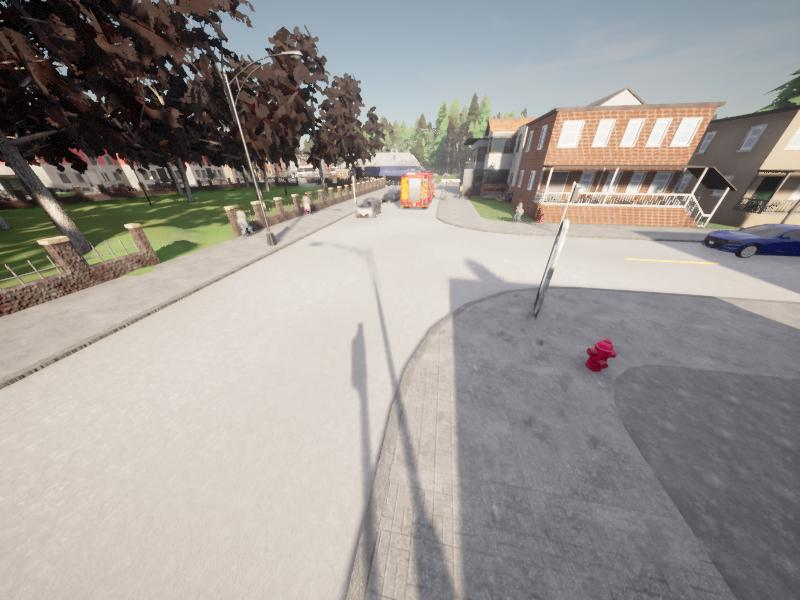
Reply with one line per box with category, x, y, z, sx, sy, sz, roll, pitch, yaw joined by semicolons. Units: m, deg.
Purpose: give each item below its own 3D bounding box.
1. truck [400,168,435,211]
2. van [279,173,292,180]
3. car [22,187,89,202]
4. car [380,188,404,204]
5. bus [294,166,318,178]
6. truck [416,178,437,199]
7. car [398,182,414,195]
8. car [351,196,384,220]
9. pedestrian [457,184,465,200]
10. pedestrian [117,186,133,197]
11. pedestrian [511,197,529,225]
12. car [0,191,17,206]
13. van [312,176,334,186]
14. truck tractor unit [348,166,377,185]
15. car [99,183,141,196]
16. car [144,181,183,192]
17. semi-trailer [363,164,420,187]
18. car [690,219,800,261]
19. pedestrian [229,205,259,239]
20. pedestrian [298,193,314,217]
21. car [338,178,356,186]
truck;2.258;-13.068;26.816;2.891;3.827;8.468;6;30;10
van;-40.497;-43.771;81.834;1.775;1.987;4.442;5;30;9
car;-46.697;-14.440;31.490;2.007;1.525;4.514;5;30;9
car;-0.933;-13.786;30.490;2.033;1.411;5.357;5;30;8
bus;-37.865;-51.813;93.504;3.944;4.253;10.273;5;30;9
truck;4.071;-16.875;34.767;2.627;2.467;5.204;5;30;9
car;1.125;-19.477;40.158;1.801;1.575;5.366;5;31;9
car;-2.849;-8.454;21.119;1.845;1.501;3.633;5;30;8
pedestrian;8.170;-14.470;30.951;0.751;1.860;0.751;6;31;10
pedestrian;-41.177;-16.248;34.591;0.751;1.300;0.751;5;30;9
pedestrian;9.099;-6.756;17.574;0.751;1.860;0.751;12;32;19
car;-47.776;-11.353;26.194;1.970;1.475;3.806;5;30;9
van;-19.021;-29.661;57.340;4.480;2.038;2.069;5;30;9
truck tractor unit;-9.402;-31.807;58.867;6.516;4.208;3.053;5;31;9
car;-45.449;-17.993;37.616;1.789;1.549;3.705;5;30;9
car;-44.278;-21.282;43.373;1.837;1.490;4.892;5;30;8
semi-trailer;-2.218;-30.319;56.088;14.254;4.402;2.717;15;33;24
car;19.056;-3.073;11.791;5.008;1.535;1.882;5;30;9
pedestrian;-9.611;-4.846;14.282;0.751;1.860;0.751;5;30;9
pedestrian;-8.300;-8.434;20.497;0.751;1.860;0.751;3;30;6
car;-12.908;-28.897;56.527;3.633;1.501;1.845;5;30;9
